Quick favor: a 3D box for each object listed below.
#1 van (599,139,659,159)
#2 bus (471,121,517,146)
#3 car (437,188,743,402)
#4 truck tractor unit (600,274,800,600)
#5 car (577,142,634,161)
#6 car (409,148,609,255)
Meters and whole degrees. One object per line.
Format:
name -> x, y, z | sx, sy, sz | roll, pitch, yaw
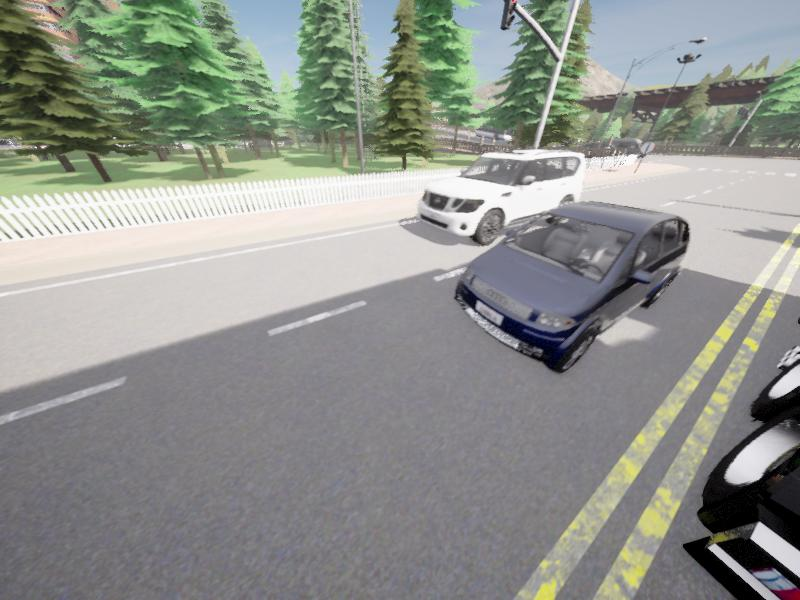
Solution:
van -> 36.163, -24.128, 36.773 | 1.988, 2.561, 5.915 | -20, 40, -27
bus -> 24.347, -43.886, 60.744 | 3.944, 4.253, 10.273 | -20, 46, -27
car -> 2.640, -0.532, 3.435 | 3.705, 1.549, 1.789 | -19, 39, -25
truck tractor unit -> 5.127, -0.284, 0.756 | 6.516, 4.208, 3.053 | -18, 39, -23
car -> 30.073, -21.964, 34.046 | 2.150, 2.045, 5.566 | -20, 40, -27
car -> 3.211, -3.270, 6.942 | 5.566, 2.045, 2.150 | -19, 39, -25
